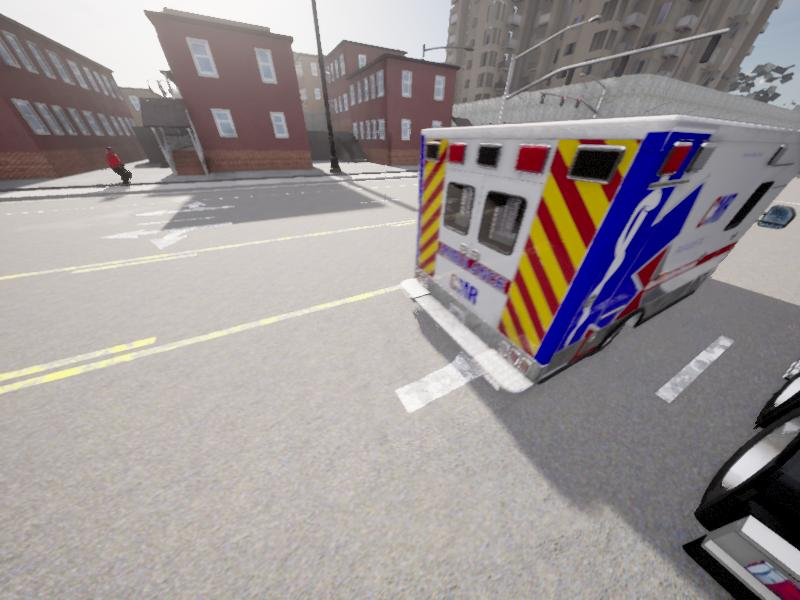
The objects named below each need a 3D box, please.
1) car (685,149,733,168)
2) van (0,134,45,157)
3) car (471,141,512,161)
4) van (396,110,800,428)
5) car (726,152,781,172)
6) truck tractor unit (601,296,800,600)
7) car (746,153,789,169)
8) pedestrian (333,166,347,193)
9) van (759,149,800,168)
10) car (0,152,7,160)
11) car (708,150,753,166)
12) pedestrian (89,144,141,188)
[{"bbox_3d":[38.117,-17.488,28.488,4.605,1.855,1.932,-16,38,-22],"label":"car"},{"bbox_3d":[-54.509,-21.629,32.228,2.351,2.431,6.366,-16,38,-22],"label":"van"},{"bbox_3d":[12.445,-20.608,31.779,1.930,1.638,5.238,-16,43,-23],"label":"car"},{"bbox_3d":[3.308,-1.135,3.657,6.366,2.431,2.351,-16,38,-22],"label":"van"},{"bbox_3d":[39.886,-15.648,26.081,4.856,1.649,2.033,-16,38,-22],"label":"car"},{"bbox_3d":[5.156,-0.250,0.786,6.516,4.208,3.053,-15,35,-23],"label":"truck tractor unit"},{"bbox_3d":[45.039,-17.071,28.324,3.633,1.501,1.845,-16,38,-22],"label":"car"},{"bbox_3d":[-4.797,-9.676,18.527,0.751,1.860,0.751,-13,37,-19],"label":"pedestrian"},{"bbox_3d":[50.085,-18.688,30.357,4.442,1.987,1.775,-16,38,-22],"label":"van"},{"bbox_3d":[-45.497,-15.481,24.429,1.994,1.385,4.181,-15,38,-22],"label":"car"},{"bbox_3d":[44.973,-19.396,31.457,4.553,1.767,2.097,-16,38,-22],"label":"car"},{"bbox_3d":[-14.162,-6.703,11.575,0.751,1.860,0.751,-17,38,-24],"label":"pedestrian"}]
